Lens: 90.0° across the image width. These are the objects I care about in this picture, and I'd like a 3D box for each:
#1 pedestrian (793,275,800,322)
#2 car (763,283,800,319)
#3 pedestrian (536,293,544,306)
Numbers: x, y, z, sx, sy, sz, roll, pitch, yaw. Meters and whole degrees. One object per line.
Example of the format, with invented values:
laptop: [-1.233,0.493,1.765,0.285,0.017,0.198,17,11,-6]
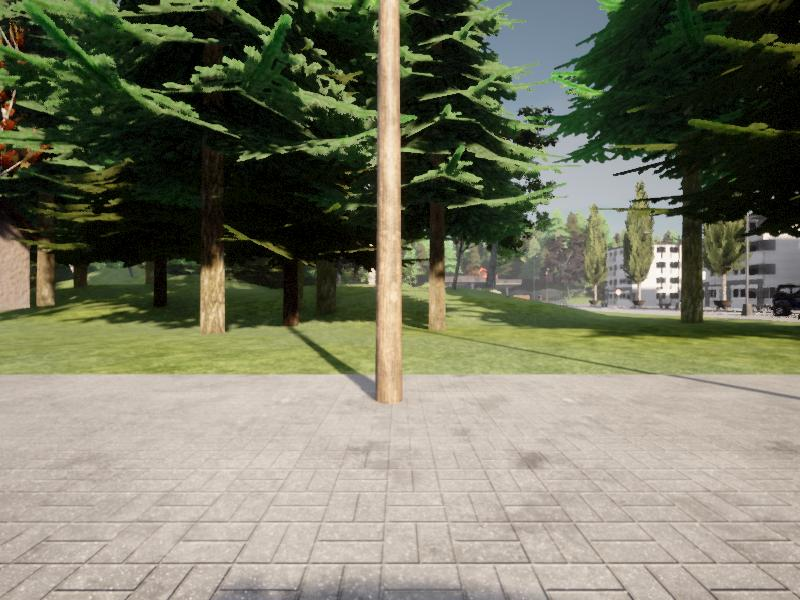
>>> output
pedestrian: [16.304,-0.065,15.835,0.751,1.860,0.751,0,0,-4]
car: [21.598,0.046,20.798,1.905,1.878,3.866,0,0,0]
pedestrian: [18.988,-0.066,54.217,0.751,1.860,0.751,0,0,-36]
